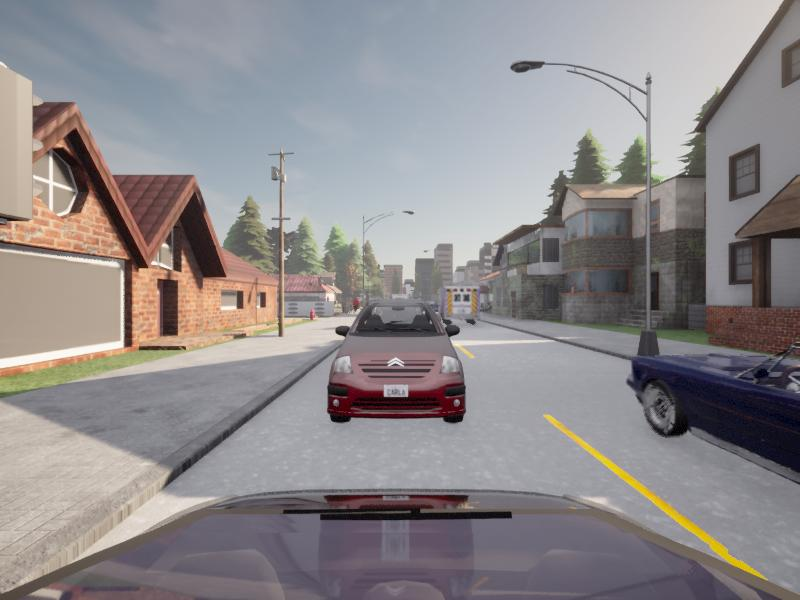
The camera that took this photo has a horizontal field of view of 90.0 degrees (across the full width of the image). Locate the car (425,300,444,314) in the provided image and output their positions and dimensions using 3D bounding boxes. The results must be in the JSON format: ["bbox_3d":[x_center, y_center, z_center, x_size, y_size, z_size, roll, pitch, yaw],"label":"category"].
[{"bbox_3d":[3.974,0.823,46.977,1.882,1.535,5.008,0,0,0],"label":"car"}]

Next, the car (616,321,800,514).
[{"bbox_3d":[3.930,0.944,3.170,1.895,1.301,4.718,0,0,0],"label":"car"}]

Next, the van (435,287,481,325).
[{"bbox_3d":[3.968,0.378,28.471,2.351,2.431,6.366,0,0,0],"label":"van"}]

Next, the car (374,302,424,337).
[{"bbox_3d":[-0.034,0.851,19.556,2.163,1.488,4.792,0,0,0],"label":"car"}]

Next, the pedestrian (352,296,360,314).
[{"bbox_3d":[-4.658,0.533,42.253,0.751,1.860,0.751,0,0,0],"label":"pedestrian"}]

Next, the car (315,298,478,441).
[{"bbox_3d":[-0.037,0.788,6.527,1.851,1.617,3.988,0,0,0],"label":"car"}]

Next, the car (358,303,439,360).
[{"bbox_3d":[-0.035,0.851,13.090,2.163,1.488,4.792,0,0,0],"label":"car"}]

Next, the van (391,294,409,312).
[{"bbox_3d":[-0.022,0.377,56.775,2.351,2.431,6.366,0,0,0],"label":"van"}]
